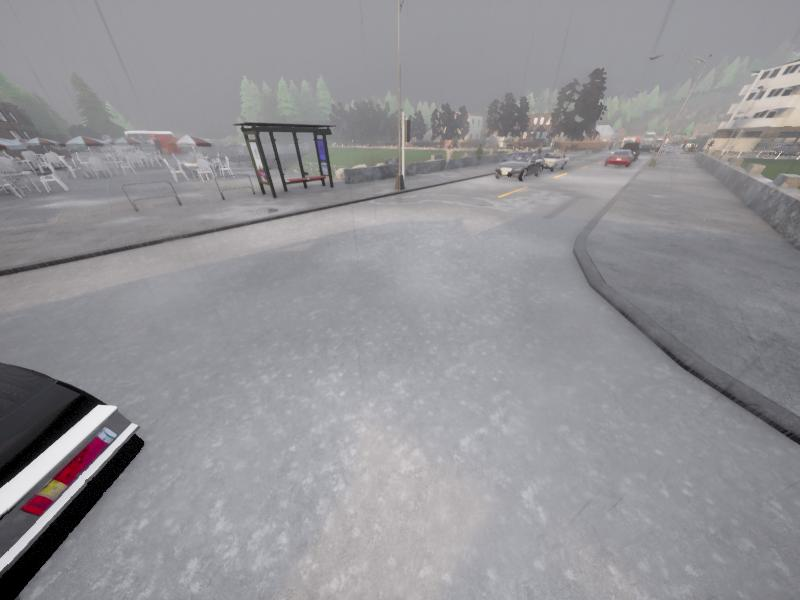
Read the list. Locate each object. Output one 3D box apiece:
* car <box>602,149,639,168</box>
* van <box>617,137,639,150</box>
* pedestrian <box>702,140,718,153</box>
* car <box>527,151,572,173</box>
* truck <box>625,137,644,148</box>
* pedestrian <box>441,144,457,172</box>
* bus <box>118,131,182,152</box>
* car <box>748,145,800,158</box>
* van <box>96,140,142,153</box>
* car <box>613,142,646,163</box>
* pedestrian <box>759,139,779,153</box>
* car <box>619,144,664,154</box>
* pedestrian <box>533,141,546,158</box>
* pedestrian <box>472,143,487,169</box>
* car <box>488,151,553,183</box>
[{"bbox_3d":[22.003,-14.162,23.011,1.994,1.385,4.181,27,43,33],"label":"car"},{"bbox_3d":[54.905,-37.635,55.594,2.351,2.431,6.366,29,44,35],"label":"van"},{"bbox_3d":[52.977,-26.243,39.486,0.751,1.860,0.751,24,42,31],"label":"pedestrian"},{"bbox_3d":[13.148,-12.143,20.235,1.895,1.301,4.718,29,44,35],"label":"car"},{"bbox_3d":[66.157,-44.396,65.195,2.627,2.467,5.204,29,44,35],"label":"truck"},{"bbox_3d":[3.858,-11.244,18.289,0.751,1.860,0.751,29,44,35],"label":"pedestrian"},{"bbox_3d":[-64.575,-41.304,60.113,3.944,4.253,10.273,29,44,35],"label":"bus"},{"bbox_3d":[54.450,-21.115,32.753,5.357,1.411,2.033,29,44,35],"label":"car"},{"bbox_3d":[-66.198,-36.375,54.636,2.351,2.431,6.366,29,44,35],"label":"van"},{"bbox_3d":[26.932,-17.346,27.094,1.905,1.878,3.866,29,44,35],"label":"car"},{"bbox_3d":[58.122,-24.254,36.402,0.751,1.860,0.751,29,44,35],"label":"pedestrian"},{"bbox_3d":[41.896,-26.295,40.202,4.892,1.490,1.837,8,34,11],"label":"car"},{"bbox_3d":[18.709,-20.147,30.982,0.751,1.860,0.751,29,44,35],"label":"pedestrian"},{"bbox_3d":[7.019,-12.746,20.426,0.751,1.860,0.751,24,42,31],"label":"pedestrian"},{"bbox_3d":[8.411,-9.314,16.013,2.128,1.511,4.902,29,45,35],"label":"car"}]
